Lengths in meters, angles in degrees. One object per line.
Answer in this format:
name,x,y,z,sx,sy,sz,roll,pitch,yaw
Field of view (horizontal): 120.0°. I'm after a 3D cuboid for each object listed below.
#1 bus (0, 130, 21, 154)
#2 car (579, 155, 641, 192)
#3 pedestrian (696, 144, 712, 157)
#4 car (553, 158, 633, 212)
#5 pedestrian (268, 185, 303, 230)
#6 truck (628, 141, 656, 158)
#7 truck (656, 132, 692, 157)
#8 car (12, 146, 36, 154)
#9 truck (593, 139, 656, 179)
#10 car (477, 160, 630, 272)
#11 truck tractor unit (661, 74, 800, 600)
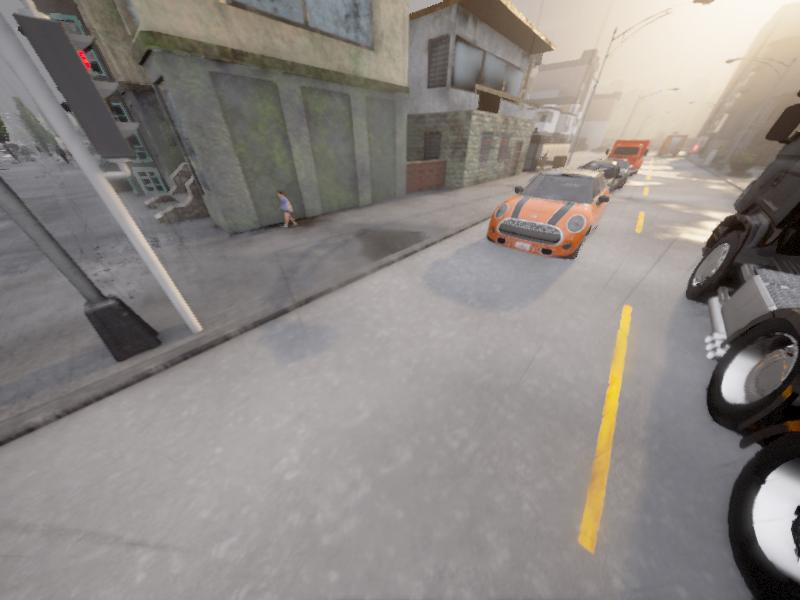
bus,-88.182,-34.218,49.922,10.273,4.253,3.944,27,43,34
car,13.334,-8.129,14.593,2.038,1.542,4.974,27,43,34
pedestrian,52.743,-25.963,40.143,0.751,1.860,0.751,-14,37,-20
car,8.784,-5.345,10.459,1.851,1.617,3.988,27,43,34
pedestrian,-3.378,-2.749,6.871,0.500,1.100,0.500,27,43,33
truck,44.361,-27.726,42.364,2.627,2.467,5.204,27,43,34
truck,53.709,-30.704,45.534,2.891,3.827,8.468,27,43,34
car,-81.811,-32.708,50.272,3.806,1.475,1.970,27,43,34
truck,18.534,-11.735,19.022,2.627,2.467,5.204,27,43,34
car,4.352,-2.675,6.395,2.097,1.767,4.553,27,43,34
truck tractor unit,4.760,-0.551,1.152,3.053,4.208,6.516,28,44,34
